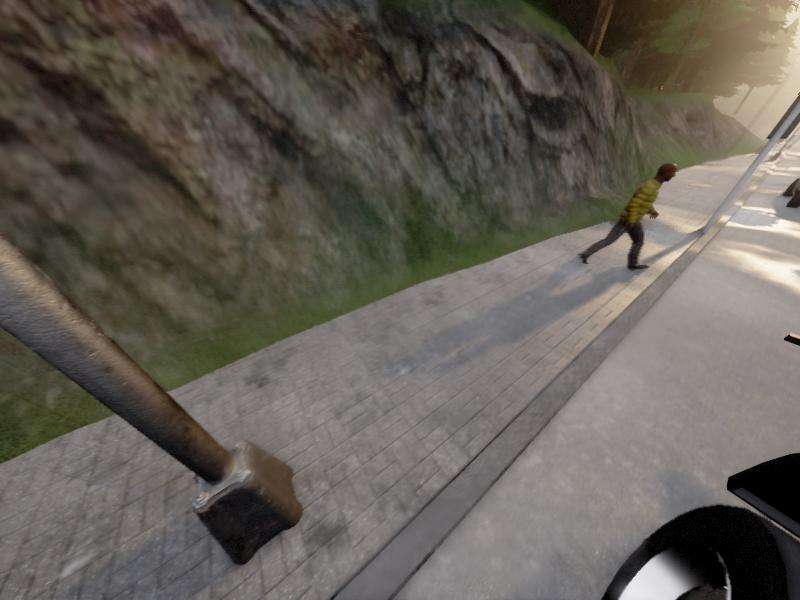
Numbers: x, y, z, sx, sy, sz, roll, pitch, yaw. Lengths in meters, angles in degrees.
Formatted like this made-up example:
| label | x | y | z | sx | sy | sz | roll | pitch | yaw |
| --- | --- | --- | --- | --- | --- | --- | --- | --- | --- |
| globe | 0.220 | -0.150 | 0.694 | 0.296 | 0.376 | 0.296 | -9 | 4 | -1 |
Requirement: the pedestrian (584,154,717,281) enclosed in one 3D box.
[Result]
| label | x | y | z | sx | sy | sz | roll | pitch | yaw |
| --- | --- | --- | --- | --- | --- | --- | --- | --- | --- |
| pedestrian | 4.084 | -1.402 | 4.016 | 0.751 | 1.860 | 0.751 | 20 | 40 | 26 |

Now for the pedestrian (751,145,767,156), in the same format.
| label | x | y | z | sx | sy | sz | roll | pitch | yaw |
| --- | --- | --- | --- | --- | --- | --- | --- | --- | --- |
| pedestrian | 43.626 | -18.168 | 28.056 | 0.500 | 1.100 | 0.500 | -18 | 39 | -23 |

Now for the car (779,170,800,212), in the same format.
| label | x | y | z | sx | sy | sz | roll | pitch | yaw |
| --- | --- | --- | --- | --- | --- | --- | --- | --- | --- |
| car | 16.477 | -4.275 | 8.358 | 4.611 | 1.667 | 2.242 | -25 | 42 | -30 |
